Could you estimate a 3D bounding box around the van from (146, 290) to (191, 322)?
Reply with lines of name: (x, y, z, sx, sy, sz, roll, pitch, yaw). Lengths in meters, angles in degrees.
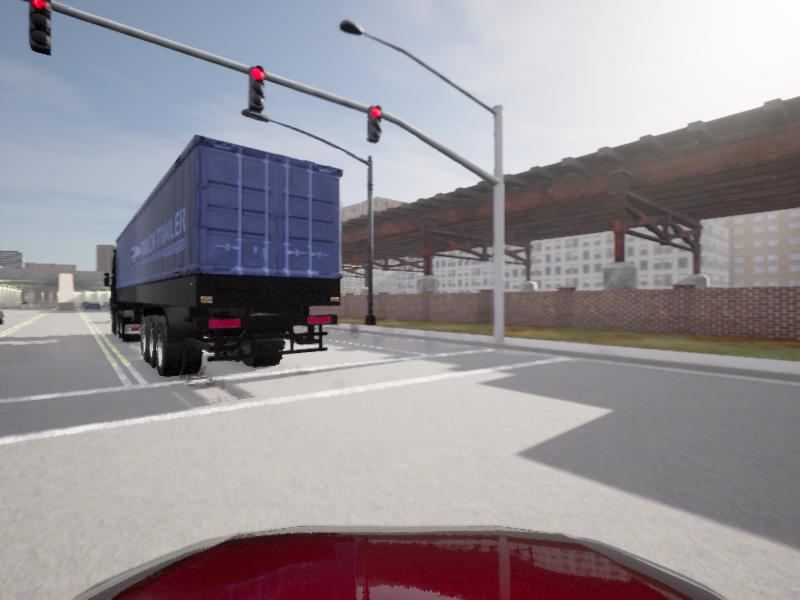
van: (-19.649, 0.435, 33.802, 2.351, 2.431, 6.366, 0, 0, -39)

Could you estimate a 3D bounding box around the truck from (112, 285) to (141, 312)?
truck: (-41.220, -0.211, 60.185, 2.891, 3.827, 8.468, 0, 0, -39)

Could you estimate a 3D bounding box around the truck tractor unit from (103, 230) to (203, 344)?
truck tractor unit: (-11.541, -0.490, 18.361, 3.053, 4.208, 6.516, 0, 0, -39)

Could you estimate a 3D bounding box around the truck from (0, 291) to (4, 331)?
truck: (-21.192, 0.588, 19.240, 2.390, 2.098, 6.274, 0, 0, -38)

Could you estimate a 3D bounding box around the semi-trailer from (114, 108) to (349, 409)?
semi-trailer: (-6.526, -0.599, 12.232, 2.717, 4.402, 14.254, 0, 0, -39)
